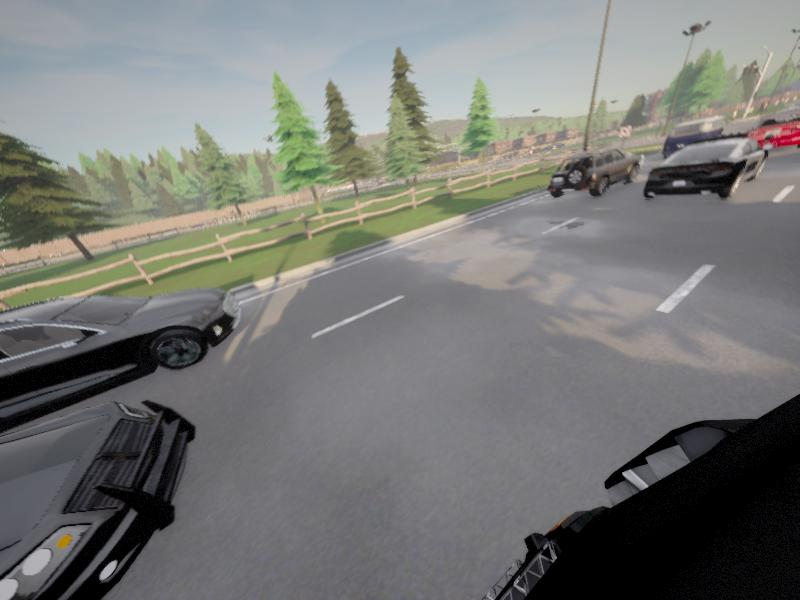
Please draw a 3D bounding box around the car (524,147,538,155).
[{"bbox_3d":[47.662,-53.986,83.807,4.553,1.767,2.097,-24,31,-22],"label":"car"}]

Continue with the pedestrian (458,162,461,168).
[{"bbox_3d":[23.103,-52.799,90.358,0.751,1.860,0.751,-21,30,-17],"label":"pedestrian"}]

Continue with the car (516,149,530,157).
[{"bbox_3d":[46.277,-55.208,86.816,5.366,1.575,1.801,-24,31,-22],"label":"car"}]

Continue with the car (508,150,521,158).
[{"bbox_3d":[44.249,-56.411,89.421,4.605,1.855,1.932,-24,31,-22],"label":"car"}]

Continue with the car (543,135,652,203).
[{"bbox_3d":[9.125,-6.052,10.760,4.605,1.855,1.932,-25,31,-22],"label":"car"}]

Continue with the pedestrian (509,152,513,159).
[{"bbox_3d":[36.211,-47.357,75.570,0.751,1.860,0.751,-30,33,-30],"label":"pedestrian"}]

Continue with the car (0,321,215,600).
[{"bbox_3d":[-4.370,2.176,1.181,4.974,1.542,2.038,-24,31,-22],"label":"car"}]

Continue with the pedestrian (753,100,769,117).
[{"bbox_3d":[57.707,-30.620,36.946,0.751,1.860,0.751,-22,30,-19],"label":"pedestrian"}]

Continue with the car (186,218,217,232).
[{"bbox_3d":[-38.488,-14.626,44.852,4.181,1.385,1.994,-24,31,-22],"label":"car"}]

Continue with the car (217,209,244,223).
[{"bbox_3d":[-38.118,-18.969,52.097,4.605,1.855,1.932,-24,31,-22],"label":"car"}]

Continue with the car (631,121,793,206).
[{"bbox_3d":[10.610,-4.651,7.891,5.238,1.638,1.930,-24,30,-23],"label":"car"}]

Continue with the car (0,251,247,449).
[{"bbox_3d":[-5.797,0.815,4.105,4.856,1.649,2.033,-24,31,-22],"label":"car"}]

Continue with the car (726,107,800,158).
[{"bbox_3d":[20.131,-8.973,12.163,4.611,1.667,2.242,-24,31,-22],"label":"car"}]

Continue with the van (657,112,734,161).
[{"bbox_3d":[19.866,-10.964,15.562,4.442,1.987,1.775,-24,31,-22],"label":"van"}]
